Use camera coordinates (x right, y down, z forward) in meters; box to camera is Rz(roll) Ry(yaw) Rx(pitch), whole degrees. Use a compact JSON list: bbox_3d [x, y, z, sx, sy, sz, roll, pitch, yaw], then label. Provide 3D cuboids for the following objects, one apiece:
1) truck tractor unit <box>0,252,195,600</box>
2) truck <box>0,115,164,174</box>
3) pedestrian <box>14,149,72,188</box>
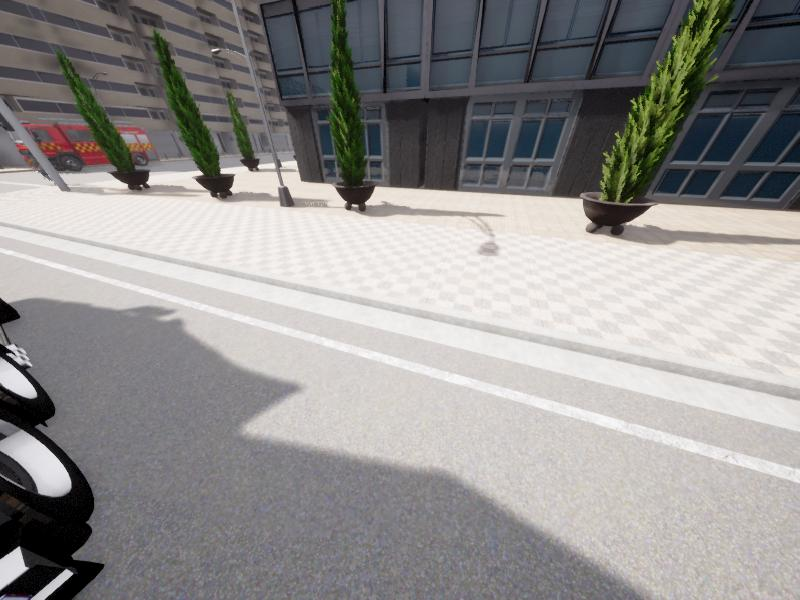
[{"bbox_3d":[-5.090,-0.321,0.810,6.516,4.208,3.053,19,39,25],"label":"truck tractor unit"},{"bbox_3d":[-29.145,-14.684,21.874,2.891,3.827,8.468,11,36,16],"label":"truck"},{"bbox_3d":[-20.131,-7.456,13.096,0.751,1.860,0.751,6,35,10],"label":"pedestrian"}]
